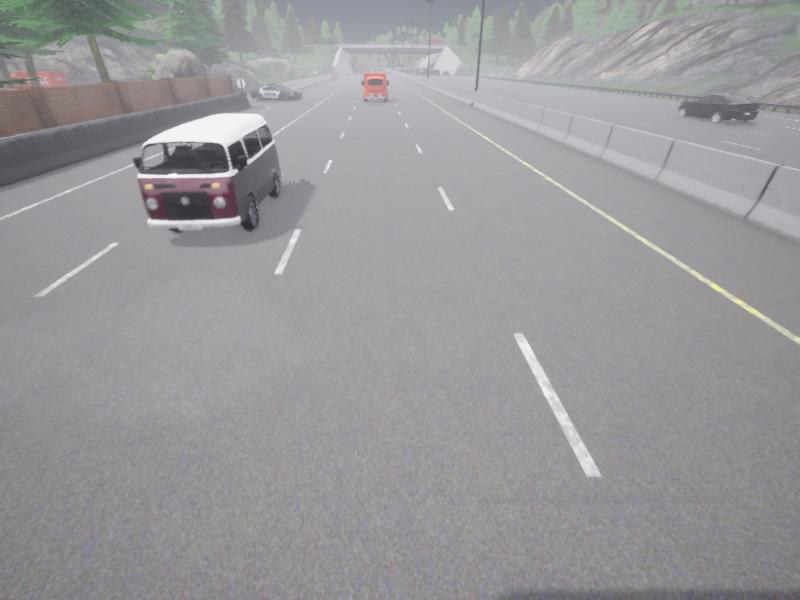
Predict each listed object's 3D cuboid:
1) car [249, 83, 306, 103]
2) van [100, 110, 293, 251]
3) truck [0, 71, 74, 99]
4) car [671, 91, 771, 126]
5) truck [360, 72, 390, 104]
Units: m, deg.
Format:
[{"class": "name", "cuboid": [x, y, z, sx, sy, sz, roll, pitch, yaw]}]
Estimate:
[{"class": "car", "cuboid": [-12.116, -20.537, 39.639, 4.974, 1.542, 2.038, 10, 33, 17]}, {"class": "van", "cuboid": [-3.996, -2.956, 9.050, 2.069, 2.038, 4.480, -2, 30, -3]}, {"class": "truck", "cuboid": [-38.692, -22.899, 42.521, 5.204, 2.467, 2.627, -1, 30, -2]}, {"class": "car", "cuboid": [19.548, -11.929, 24.714, 1.882, 1.535, 5.008, -2, 30, -3]}, {"class": "truck", "cuboid": [-2.372, -20.430, 38.462, 2.627, 2.467, 5.204, -2, 30, -3]}]
